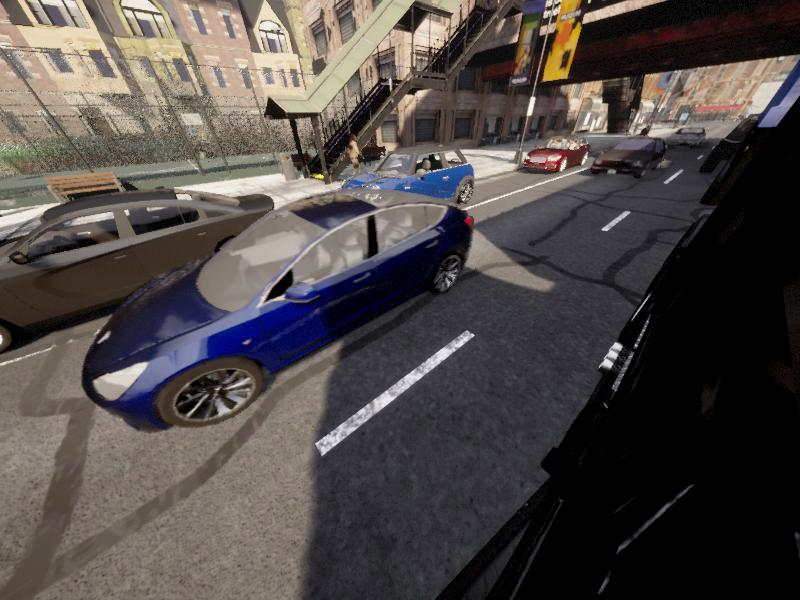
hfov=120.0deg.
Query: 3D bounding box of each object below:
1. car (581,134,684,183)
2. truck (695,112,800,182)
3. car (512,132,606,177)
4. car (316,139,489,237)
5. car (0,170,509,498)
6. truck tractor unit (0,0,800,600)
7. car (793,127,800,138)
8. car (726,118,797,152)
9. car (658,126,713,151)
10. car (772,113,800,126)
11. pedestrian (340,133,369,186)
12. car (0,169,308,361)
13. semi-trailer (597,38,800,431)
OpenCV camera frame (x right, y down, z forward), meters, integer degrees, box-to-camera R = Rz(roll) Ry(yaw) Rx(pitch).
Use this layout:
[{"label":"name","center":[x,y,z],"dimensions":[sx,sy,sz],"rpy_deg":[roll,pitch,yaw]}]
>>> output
[{"label":"car","center":[11.073,-6.850,10.932],"dimensions":[5.357,1.411,2.033],"rpy_deg":[-28,44,-29]},{"label":"truck","center":[16.103,-7.041,10.341],"dimensions":[6.274,2.098,2.390],"rpy_deg":[-27,43,-30]},{"label":"car","center":[8.580,-7.943,12.423],"dimensions":[4.892,1.521,2.231],"rpy_deg":[-28,44,-30]},{"label":"car","center":[0.265,-3.690,7.048],"dimensions":[4.553,1.767,2.185],"rpy_deg":[-28,44,-30]},{"label":"car","center":[-0.985,-0.537,3.175],"dimensions":[4.792,1.488,2.163],"rpy_deg":[-28,44,-30]},{"label":"truck tractor unit","center":[2.645,-0.295,0.351],"dimensions":[6.516,4.208,3.053],"rpy_deg":[-28,44,-30]},{"label":"car","center":[38.831,-15.894,21.384],"dimensions":[4.718,1.301,1.895],"rpy_deg":[-28,44,-30]},{"label":"car","center":[25.492,-11.745,16.376],"dimensions":[5.238,1.638,1.930],"rpy_deg":[-28,44,-29]},{"label":"car","center":[22.532,-12.775,18.217],"dimensions":[4.718,1.301,1.895],"rpy_deg":[-28,43,-29]},{"label":"car","center":[68.015,-31.532,40.259],"dimensions":[2.242,1.667,4.611],"rpy_deg":[28,46,34]},{"label":"pedestrian","center":[-1.939,-6.073,10.003],"dimensions":[0.751,1.860,0.751],"rpy_deg":[-23,41,-25]},{"label":"car","center":[-4.585,-0.923,3.863],"dimensions":[5.008,1.535,2.097],"rpy_deg":[-28,44,-30]},{"label":"semi-trailer","center":[8.726,-3.586,4.199],"dimensions":[14.254,4.402,2.717],"rpy_deg":[-28,44,-29]}]
